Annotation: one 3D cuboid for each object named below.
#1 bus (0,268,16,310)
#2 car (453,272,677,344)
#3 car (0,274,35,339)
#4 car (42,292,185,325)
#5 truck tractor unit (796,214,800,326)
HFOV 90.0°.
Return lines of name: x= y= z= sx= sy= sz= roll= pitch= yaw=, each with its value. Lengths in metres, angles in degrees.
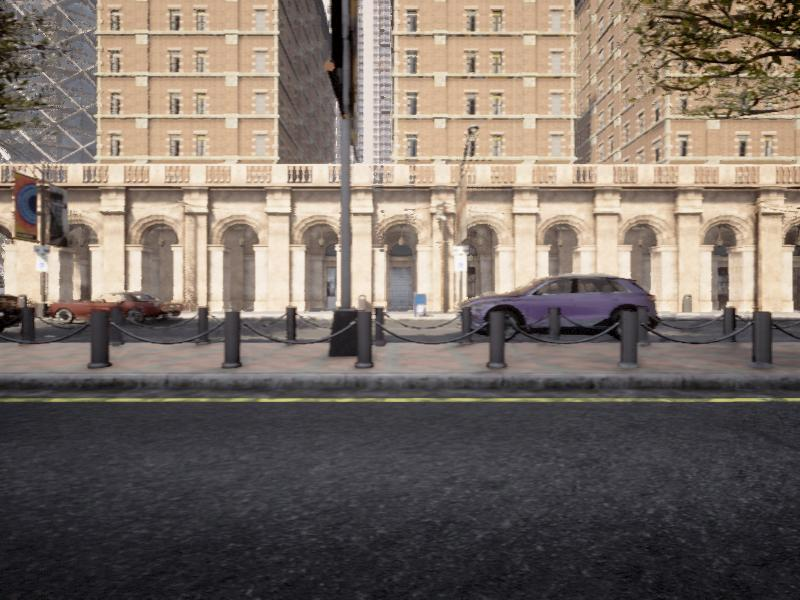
bus: x=-42.242 y=-1.142 z=36.752 sx=3.944 sy=4.253 sz=10.273 roll=0 pitch=-1 yaw=1
car: x=3.924 y=0.178 z=10.201 sx=4.856 sy=1.649 sz=2.033 roll=0 pitch=0 yaw=0
car: x=-12.799 y=0.170 z=10.202 sx=5.238 sy=1.638 sz=1.930 roll=0 pitch=0 yaw=0
car: x=-11.961 y=0.337 z=16.951 sx=4.718 sy=1.301 sz=1.895 roll=0 pitch=0 yaw=0
truck tractor unit: x=18.338 y=-1.120 z=13.689 sx=6.516 sy=4.208 sz=3.053 roll=0 pitch=0 yaw=0
